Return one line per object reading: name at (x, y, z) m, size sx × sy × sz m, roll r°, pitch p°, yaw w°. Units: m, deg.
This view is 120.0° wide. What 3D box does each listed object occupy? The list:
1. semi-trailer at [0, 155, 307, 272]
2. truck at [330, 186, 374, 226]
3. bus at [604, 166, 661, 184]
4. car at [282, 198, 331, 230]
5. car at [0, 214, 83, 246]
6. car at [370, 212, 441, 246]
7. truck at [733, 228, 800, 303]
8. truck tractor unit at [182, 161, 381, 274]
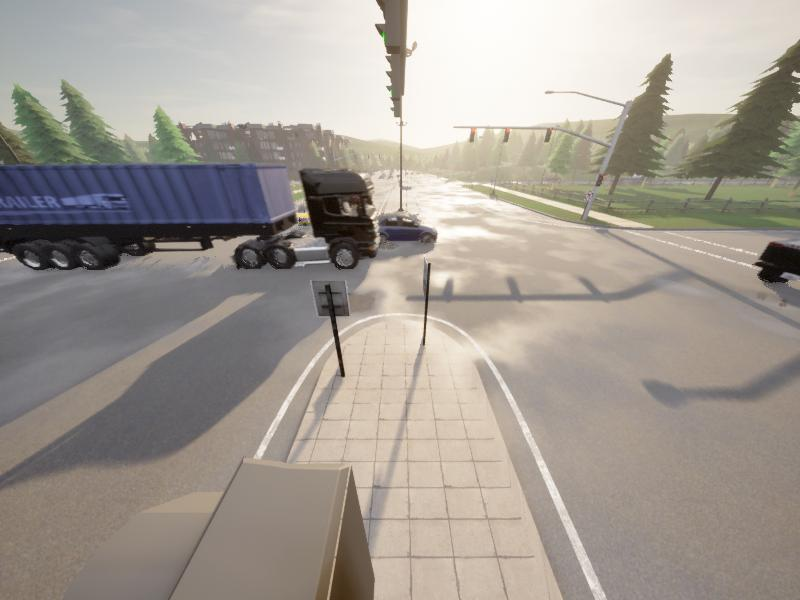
semi-trailer at (-12.204, -3.825, 10.315) m, size 14.254 × 4.402 × 2.717 m, roll 0°, pitch 30°, yaw 0°
truck at (-3.883, -8.285, 19.988) m, size 2.627 × 2.467 × 5.204 m, roll 0°, pitch 30°, yaw 0°
bus at (63.474, -34.402, 63.432) m, size 10.273 × 4.253 × 3.944 m, roll 0°, pitch 30°, yaw 0°
car at (-7.391, -7.173, 18.949) m, size 1.801 × 1.575 × 5.366 m, roll 0°, pitch 30°, yaw 0°
car at (-22.954, -4.287, 14.056) m, size 4.193 × 1.474 × 1.816 m, roll 0°, pitch 30°, yaw 0°
car at (0.293, -4.384, 14.092) m, size 3.988 × 1.617 × 1.851 m, roll 0°, pitch 30°, yaw 0°
truck at (16.838, -1.128, 7.961) m, size 6.274 × 2.098 × 2.390 m, roll 0°, pitch 30°, yaw 0°
truck tractor unit at (-4.291, -3.760, 10.394) m, size 6.516 × 4.208 × 3.053 m, roll 0°, pitch 30°, yaw 0°
